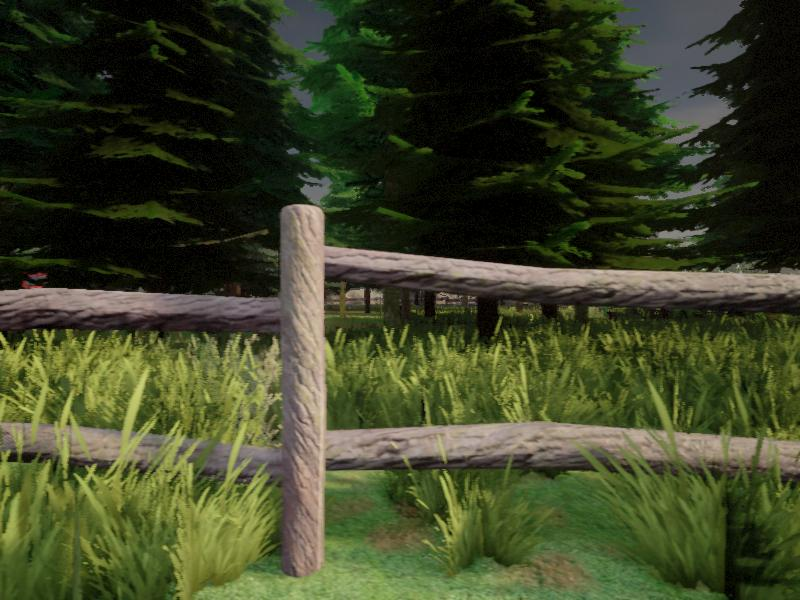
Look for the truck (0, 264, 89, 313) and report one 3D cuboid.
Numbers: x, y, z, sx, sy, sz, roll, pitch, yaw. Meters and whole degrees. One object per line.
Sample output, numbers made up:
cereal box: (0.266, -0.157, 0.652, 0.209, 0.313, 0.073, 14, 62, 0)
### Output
truck: (-31.458, -0.893, 33.466, 8.468, 3.827, 2.891, 0, 0, -41)
